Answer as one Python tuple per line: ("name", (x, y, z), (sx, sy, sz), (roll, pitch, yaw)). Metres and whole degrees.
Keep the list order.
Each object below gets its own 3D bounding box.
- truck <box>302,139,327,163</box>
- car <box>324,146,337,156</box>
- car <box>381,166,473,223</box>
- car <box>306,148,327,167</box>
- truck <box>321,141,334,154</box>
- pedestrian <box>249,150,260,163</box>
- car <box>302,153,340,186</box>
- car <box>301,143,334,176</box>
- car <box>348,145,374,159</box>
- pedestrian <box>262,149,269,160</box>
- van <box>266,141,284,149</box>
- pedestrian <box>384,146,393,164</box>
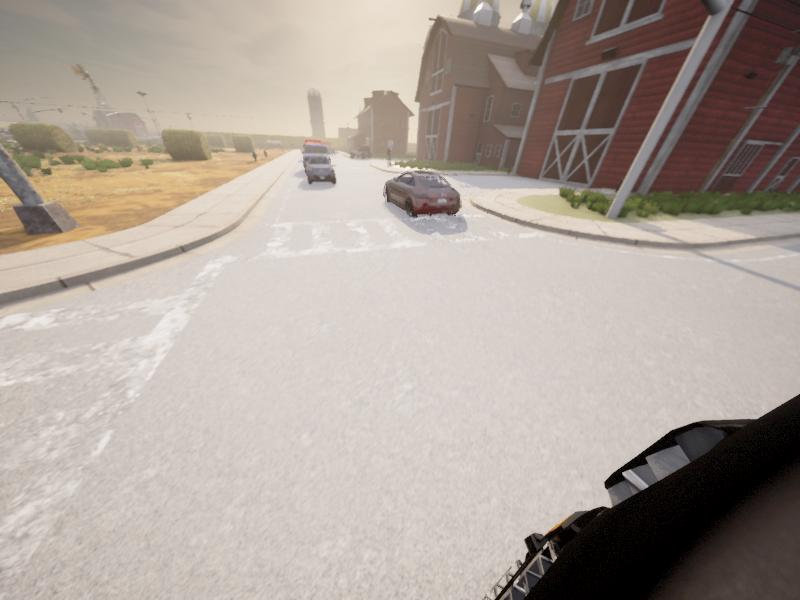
("truck", (-11.565, -20.238, 31.250), (2.627, 2.467, 5.204), (-8, 36, -16))
("car", (-15.131, -32.484, 50.202), (2.152, 1.651, 5.027), (-8, 35, -16))
("car", (0.768, -4.479, 9.442), (1.994, 1.385, 4.181), (-10, 36, -18))
("car", (-9.140, -15.556, 25.232), (1.789, 1.549, 3.705), (-8, 35, -16))
("truck", (-18.633, -39.034, 59.037), (2.627, 2.467, 5.204), (-8, 35, -16))
("pedestrian", (-14.674, -14.483, 23.315), (0.500, 1.100, 0.500), (0, 34, -4))
("car", (-5.052, -8.345, 14.691), (1.845, 1.501, 3.633), (-8, 35, -16))
("car", (-7.100, -12.199, 19.883), (2.150, 2.045, 5.566), (-8, 35, -16))
("car", (-6.698, -25.448, 39.692), (3.866, 1.878, 1.905), (18, 42, 24))
("pedestrian", (-16.130, -17.490, 27.734), (0.500, 1.100, 0.500), (-10, 36, -18))
("van", (-39.120, -48.570, 72.369), (4.480, 2.038, 2.069), (-8, 35, -15))
("pedestrian", (-1.510, -18.884, 30.100), (0.751, 1.860, 0.751), (29, 41, 33))
